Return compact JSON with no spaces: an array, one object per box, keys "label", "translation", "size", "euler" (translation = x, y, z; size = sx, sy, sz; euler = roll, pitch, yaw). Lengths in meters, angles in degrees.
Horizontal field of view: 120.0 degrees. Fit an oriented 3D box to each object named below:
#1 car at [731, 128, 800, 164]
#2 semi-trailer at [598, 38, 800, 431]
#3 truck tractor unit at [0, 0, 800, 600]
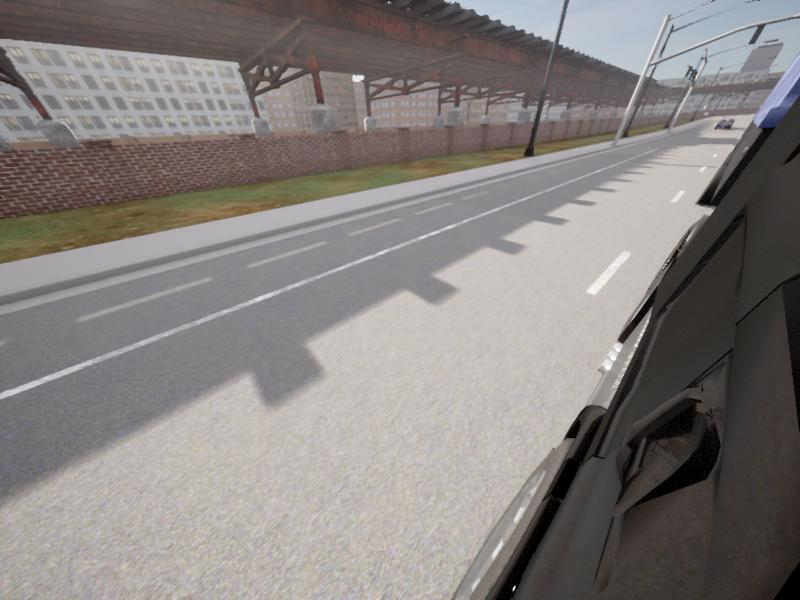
[{"label":"car","translation":[21.046,-8.838,13.131],"size":[4.181,1.385,1.994],"euler":[-27,43,-29]},{"label":"semi-trailer","translation":[8.697,-3.589,4.254],"size":[14.254,4.402,2.717],"euler":[-28,43,-30]},{"label":"truck tractor unit","translation":[2.645,-0.295,0.351],"size":[6.516,4.208,3.053],"euler":[-28,44,-30]}]
